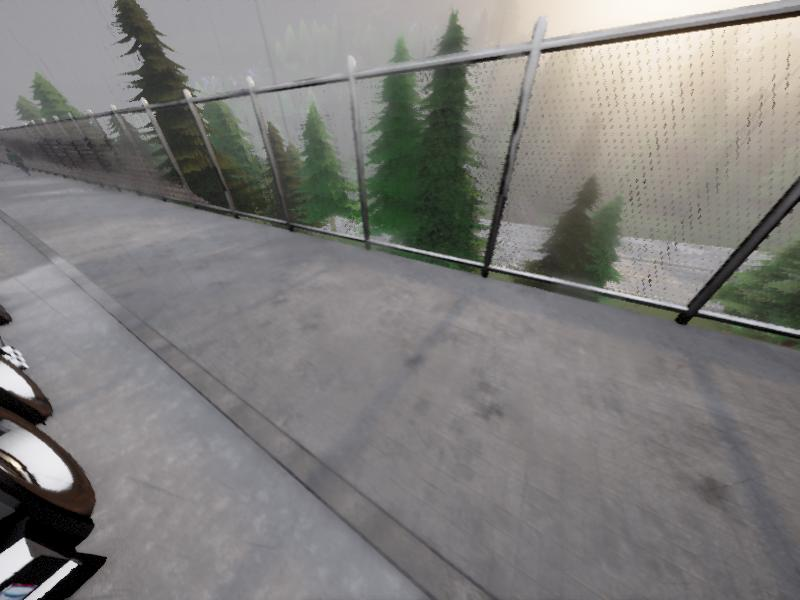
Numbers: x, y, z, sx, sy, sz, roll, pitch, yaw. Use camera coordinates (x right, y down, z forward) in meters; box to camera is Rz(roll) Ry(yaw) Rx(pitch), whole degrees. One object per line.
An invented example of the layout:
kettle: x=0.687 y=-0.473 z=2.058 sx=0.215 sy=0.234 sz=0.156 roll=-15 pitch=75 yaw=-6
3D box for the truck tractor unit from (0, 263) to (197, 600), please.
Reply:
truck tractor unit: x=-5.116 y=-0.292 z=0.792 sx=6.516 sy=4.208 sz=3.053 roll=18 pitch=39 yaw=25

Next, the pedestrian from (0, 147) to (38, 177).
pedestrian: x=-29.214 y=-10.552 z=17.677 sx=0.751 sy=1.860 sz=0.751 roll=18 pitch=39 yaw=25

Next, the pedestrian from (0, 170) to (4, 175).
pedestrian: x=-32.795 y=-10.888 z=18.201 sx=0.751 sy=1.860 sz=0.751 roll=21 pitch=40 yaw=28
